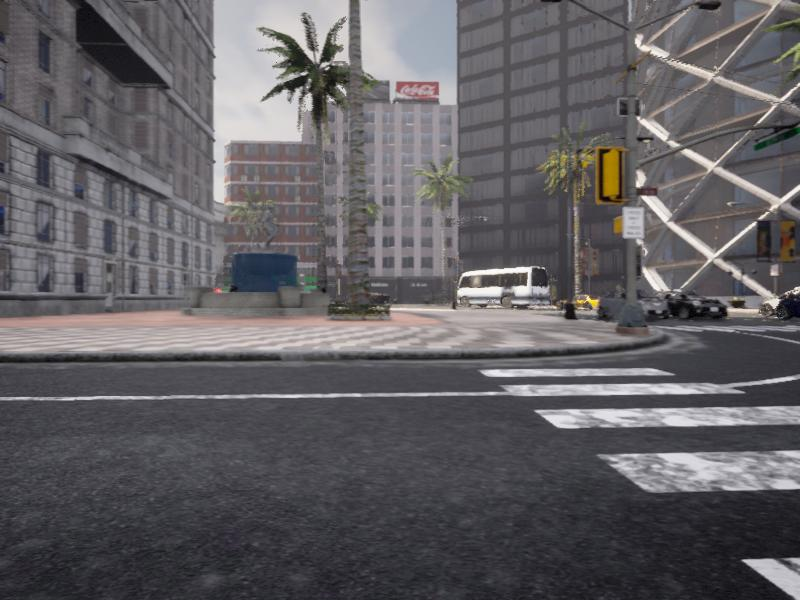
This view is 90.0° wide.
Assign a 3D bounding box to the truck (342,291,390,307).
[{"bbox_3d":[-4.675,-0.074,54.502,6.274,2.098,2.390,0,0,27],"label":"truck"}]

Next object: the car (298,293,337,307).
[{"bbox_3d":[-10.957,0.041,53.214,4.605,1.855,1.932,0,0,17],"label":"car"}]

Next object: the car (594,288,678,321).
[{"bbox_3d":[11.605,0.214,19.984,1.845,1.501,3.633,0,0,-5],"label":"car"}]

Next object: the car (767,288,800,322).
[{"bbox_3d":[18.810,0.213,17.637,1.845,1.501,3.633,0,0,-1],"label":"car"}]

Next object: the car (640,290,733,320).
[{"bbox_3d":[14.961,0.240,21.156,1.970,1.475,3.806,0,0,-6],"label":"car"}]

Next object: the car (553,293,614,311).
[{"bbox_3d":[17.523,0.181,38.503,1.801,1.575,5.366,0,0,-26],"label":"car"}]

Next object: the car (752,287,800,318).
[{"bbox_3d":[22.176,0.140,21.507,2.242,1.667,4.611,0,0,-6],"label":"car"}]

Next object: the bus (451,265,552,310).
[{"bbox_3d":[10.546,-1.154,42.966,3.944,4.253,10.273,0,0,-38],"label":"bus"}]
